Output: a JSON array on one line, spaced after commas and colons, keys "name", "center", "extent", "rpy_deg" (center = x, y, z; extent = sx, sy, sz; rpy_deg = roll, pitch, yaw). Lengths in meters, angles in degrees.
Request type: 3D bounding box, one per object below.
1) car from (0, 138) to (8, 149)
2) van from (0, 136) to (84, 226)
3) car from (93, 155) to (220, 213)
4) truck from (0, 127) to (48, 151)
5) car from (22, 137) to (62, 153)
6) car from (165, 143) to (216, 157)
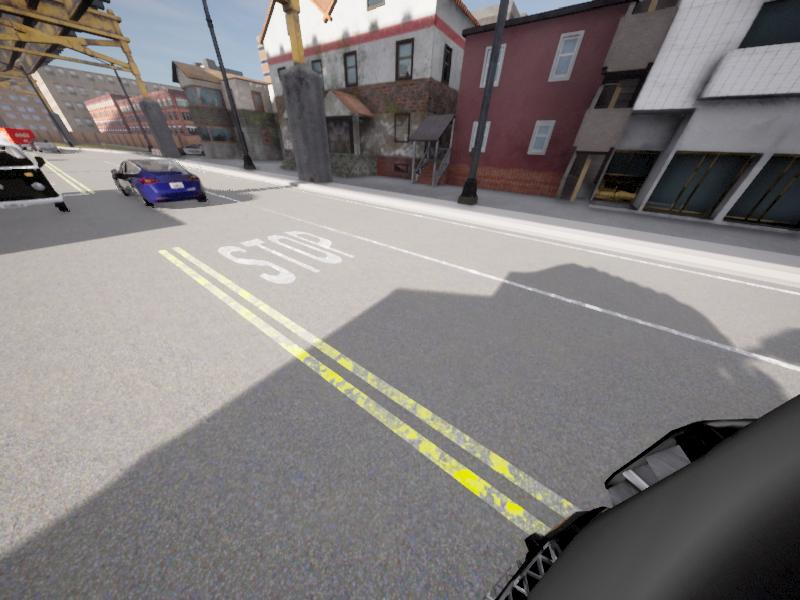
[{"name": "car", "center": [-59.154, -22.256, 32.475], "extent": [3.806, 1.475, 1.970], "rpy_deg": [2, 33, -1]}, {"name": "van", "center": [-12.373, -3.815, 7.090], "extent": [4.480, 2.038, 2.069], "rpy_deg": [23, 38, 28]}, {"name": "car", "center": [-9.924, -4.900, 9.420], "extent": [4.792, 1.488, 2.163], "rpy_deg": [23, 38, 28]}, {"name": "truck", "center": [-52.120, -21.704, 31.147], "extent": [5.204, 2.467, 2.627], "rpy_deg": [10, 34, 12]}, {"name": "car", "center": [-45.573, -19.720, 29.439], "extent": [3.633, 1.501, 1.845], "rpy_deg": [19, 37, 24]}, {"name": "car", "center": [-30.289, -21.832, 33.684], "extent": [4.974, 1.542, 2.038], "rpy_deg": [-12, 36, -21]}]
